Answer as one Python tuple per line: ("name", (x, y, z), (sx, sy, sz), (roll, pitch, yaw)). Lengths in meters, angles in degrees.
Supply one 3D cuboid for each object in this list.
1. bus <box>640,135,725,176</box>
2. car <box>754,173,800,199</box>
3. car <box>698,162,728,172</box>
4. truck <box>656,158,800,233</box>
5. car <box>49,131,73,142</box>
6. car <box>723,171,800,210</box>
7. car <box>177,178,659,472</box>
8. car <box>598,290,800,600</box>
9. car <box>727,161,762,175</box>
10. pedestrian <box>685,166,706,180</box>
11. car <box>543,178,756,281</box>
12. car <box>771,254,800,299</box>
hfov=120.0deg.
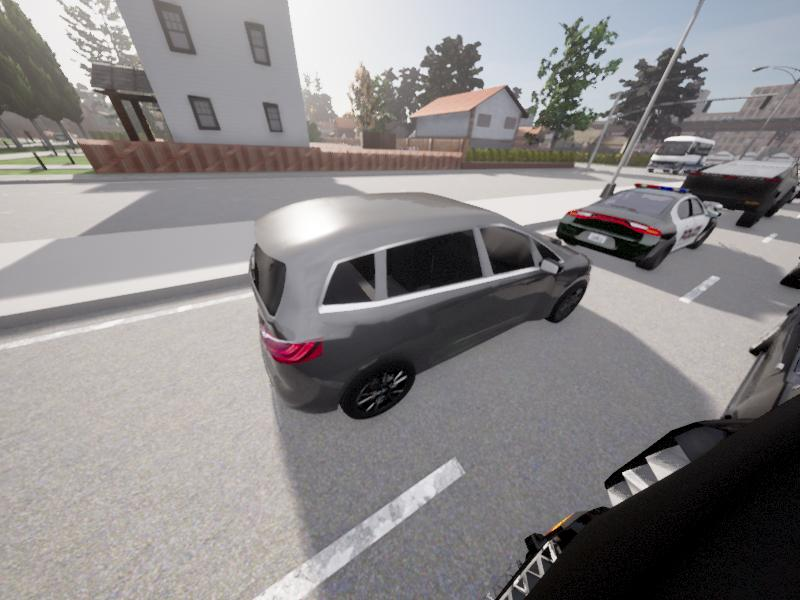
("bus", (39.359, -20.055, 32.239), (10.273, 4.253, 3.944), (-16, 38, -26))
("car", (28.663, -8.435, 17.002), (4.718, 1.301, 1.895), (-16, 38, -25))
("car", (56.092, -23.788, 41.398), (4.181, 1.385, 1.994), (-16, 38, -25))
("truck", (14.117, -4.574, 9.625), (6.274, 2.098, 2.390), (-16, 38, -25))
("car", (-66.107, -31.899, 45.123), (4.856, 1.649, 2.033), (28, 42, 33))
("car", (21.749, -6.540, 13.535), (4.974, 1.542, 2.038), (-16, 38, -25))
("car", (0.590, -0.502, 3.104), (4.611, 1.667, 2.242), (-16, 38, -25))
("car", (3.826, 0.976, 1.468), (4.718, 1.301, 1.895), (-16, 38, -25))
("car", (57.927, -22.222, 38.851), (4.553, 1.767, 2.097), (-16, 38, -25))
("pedestrian", (32.537, -14.027, 25.469), (0.751, 1.300, 0.751), (-14, 37, -22))
("car", (6.502, -2.148, 6.049), (4.974, 1.542, 2.038), (-16, 38, -25))
("car", (9.829, -0.958, 4.274), (4.553, 1.767, 2.097), (-16, 38, -25))
